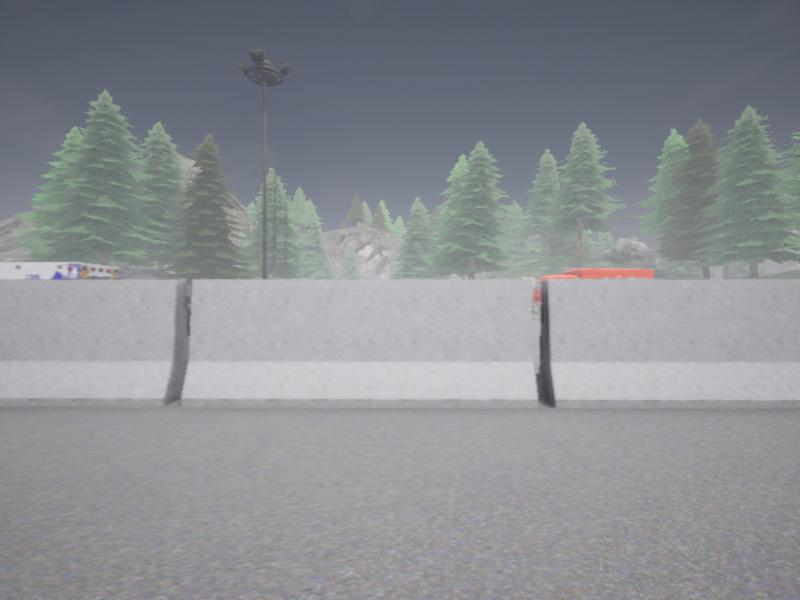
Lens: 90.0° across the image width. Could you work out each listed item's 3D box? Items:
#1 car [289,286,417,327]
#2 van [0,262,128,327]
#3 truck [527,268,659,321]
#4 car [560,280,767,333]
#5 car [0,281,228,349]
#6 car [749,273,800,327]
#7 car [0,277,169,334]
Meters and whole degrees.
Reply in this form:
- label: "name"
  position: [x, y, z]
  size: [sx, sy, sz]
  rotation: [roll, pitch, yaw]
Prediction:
- label: "car"
  position: [-1.797, 0.248, 16.201]
  size: [4.892, 1.490, 1.837]
  rotation: [1, 0, 0]
- label: "van"
  position: [-14.998, -0.213, 16.205]
  size: [6.366, 2.431, 2.351]
  rotation: [0, 0, 0]
- label: "truck"
  position: [9.286, -0.248, 19.693]
  size: [5.204, 2.467, 2.627]
  rotation: [0, 0, 0]
- label: "car"
  position: [8.135, 0.198, 12.693]
  size: [5.366, 1.575, 1.801]
  rotation: [0, 0, 0]
- label: "car"
  position: [-6.481, 0.311, 9.201]
  size: [4.181, 1.385, 1.994]
  rotation: [0, 0, 0]
- label: "car"
  position: [17.872, -0.046, 16.170]
  size: [5.566, 2.045, 2.150]
  rotation: [-1, 0, 0]
- label: "car"
  position: [-10.300, 0.162, 12.701]
  size: [4.611, 1.667, 2.242]
  rotation: [0, 0, 0]
